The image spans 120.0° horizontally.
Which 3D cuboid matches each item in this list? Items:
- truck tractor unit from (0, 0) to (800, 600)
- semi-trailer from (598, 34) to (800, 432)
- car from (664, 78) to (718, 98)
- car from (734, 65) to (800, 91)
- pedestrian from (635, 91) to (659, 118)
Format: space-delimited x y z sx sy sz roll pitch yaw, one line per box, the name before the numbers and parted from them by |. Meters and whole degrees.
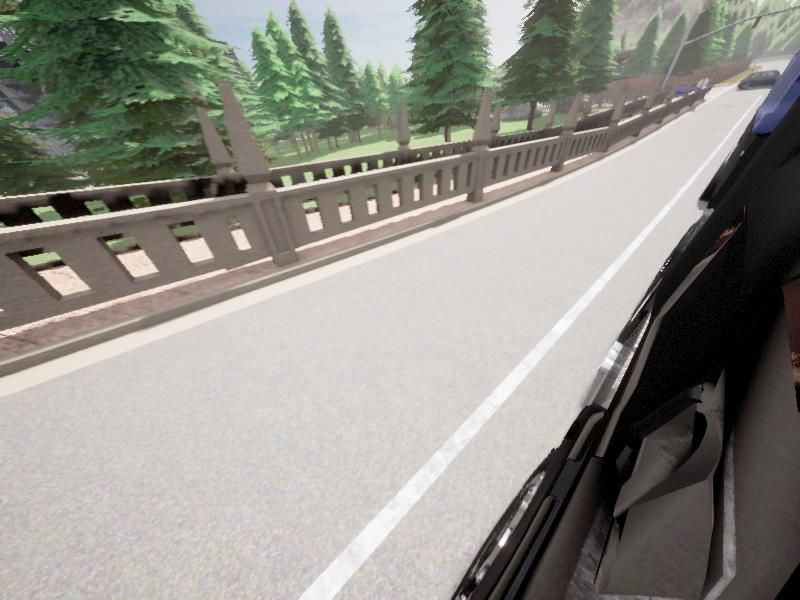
truck tractor unit | 2.645 -0.295 0.351 6.516 4.208 3.053 -28 44 -30
semi-trailer | 8.662 -3.684 4.179 14.254 4.402 2.717 -29 43 -29
car | 42.486 -31.020 33.828 2.007 1.525 4.514 -34 46 -27
car | 47.450 -28.597 29.792 4.553 1.767 2.097 25 50 34
pedestrian | 23.779 -18.836 22.282 0.751 1.860 0.751 -31 44 -24
